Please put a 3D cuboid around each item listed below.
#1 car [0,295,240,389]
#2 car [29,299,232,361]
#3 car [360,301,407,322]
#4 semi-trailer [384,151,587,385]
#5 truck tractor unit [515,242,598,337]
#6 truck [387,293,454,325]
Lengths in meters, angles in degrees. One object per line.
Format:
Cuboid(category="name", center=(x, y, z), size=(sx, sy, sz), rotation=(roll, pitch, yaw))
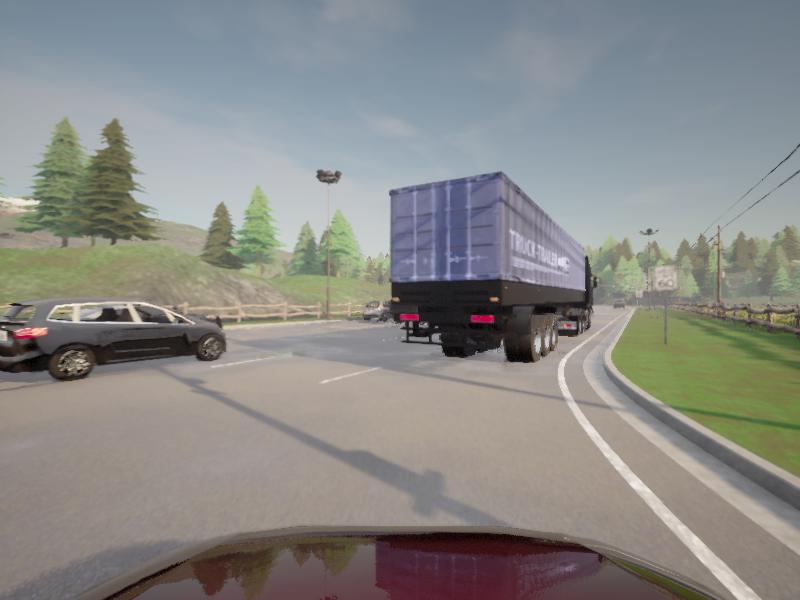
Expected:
Cuboid(category="car", center=(-6.560, 0.769, 9.639), size=(2.242, 1.667, 4.611), rotation=(0, -1, 31))
Cuboid(category="car", center=(-8.477, 0.793, 13.244), size=(1.930, 1.638, 5.238), rotation=(0, 0, 31))
Cuboid(category="car", center=(-1.238, 0.855, 32.106), size=(1.851, 1.617, 3.988), rotation=(0, 0, 31))
Cuboid(category="semi-trailer", center=(4.453, -0.584, 14.340), size=(2.717, 4.402, 14.254), rotation=(0, 0, 31))
Cuboid(category="truck tractor unit", center=(8.499, -0.472, 21.141), size=(3.053, 4.208, 6.516), rotation=(0, 0, 31))
Cuboid(category="truck", center=(1.710, 0.607, 30.223), size=(2.390, 2.098, 6.274), rotation=(0, 0, 31))
